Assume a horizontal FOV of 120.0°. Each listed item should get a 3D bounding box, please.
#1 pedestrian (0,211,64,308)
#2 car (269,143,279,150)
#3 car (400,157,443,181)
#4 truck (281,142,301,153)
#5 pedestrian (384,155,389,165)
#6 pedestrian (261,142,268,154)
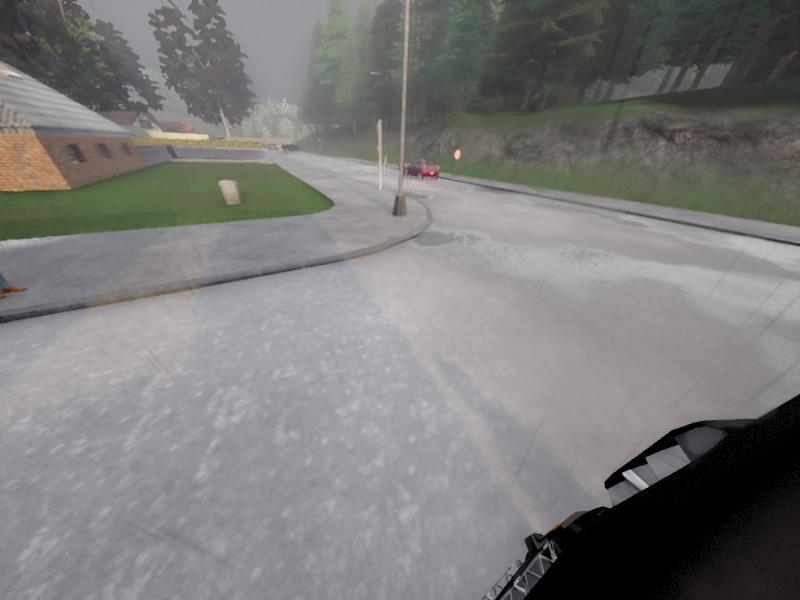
[{"bbox_3d":[-5.829,-0.859,2.946,0.751,1.860,0.751,4,33,3],"label":"pedestrian"},{"bbox_3d":[-40.410,-49.237,73.968,1.932,1.855,4.605,-16,38,-26],"label":"car"},{"bbox_3d":[1.744,-11.380,19.941,1.845,1.501,3.633,-15,37,-25],"label":"car"},{"bbox_3d":[-29.049,-40.789,61.773,2.390,2.098,6.274,2,33,-1],"label":"truck"},{"bbox_3d":[-1.873,-18.775,31.039,0.500,1.100,0.500,-16,38,-26],"label":"pedestrian"},{"bbox_3d":[-26.777,-30.061,45.662,0.751,1.860,0.751,-16,38,-25],"label":"pedestrian"}]
